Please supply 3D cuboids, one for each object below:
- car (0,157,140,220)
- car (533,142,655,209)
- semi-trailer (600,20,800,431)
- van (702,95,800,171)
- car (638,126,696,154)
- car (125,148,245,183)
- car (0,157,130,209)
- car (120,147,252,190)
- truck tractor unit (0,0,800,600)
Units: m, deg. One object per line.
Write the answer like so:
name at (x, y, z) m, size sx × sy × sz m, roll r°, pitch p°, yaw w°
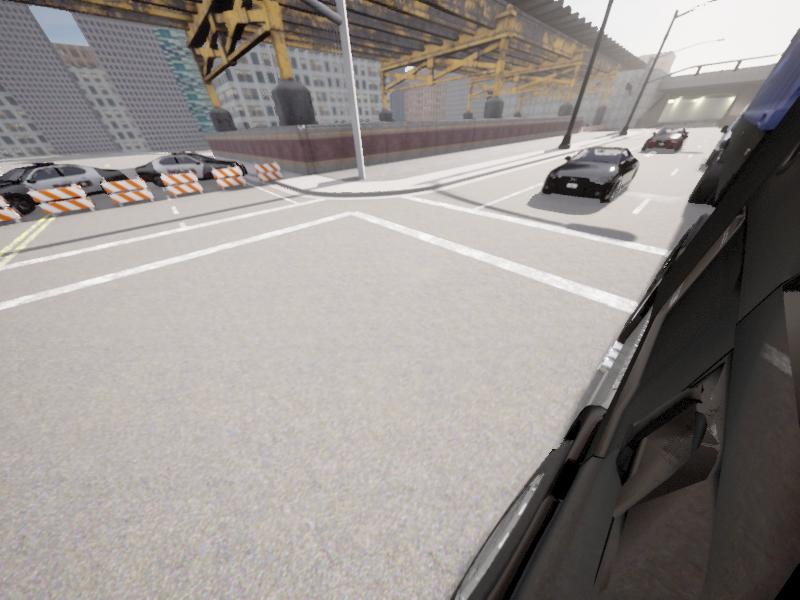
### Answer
car at (-15.217, -4.957, 9.926) m, size 2.038 × 1.542 × 4.974 m, roll 5°, pitch 38°, yaw 11°
car at (6.859, -4.561, 8.142) m, size 4.181 × 1.385 × 1.994 m, roll -30°, pitch 44°, yaw -31°
semi-trailer at (8.590, -3.689, 4.313) m, size 14.254 × 4.402 × 2.717 m, roll -29°, pitch 44°, yaw -31°
van at (17.617, -8.327, 11.484) m, size 5.915 × 2.561 × 1.988 m, roll -29°, pitch 44°, yaw -31°
car at (19.692, -11.839, 17.001) m, size 4.181 × 1.385 × 1.994 m, roll -30°, pitch 44°, yaw -31°
car at (-11.796, -7.681, 13.069) m, size 4.536 × 1.218 × 1.853 m, roll -10°, pitch 37°, yaw -9°
car at (-15.212, -5.113, 9.872) m, size 1.853 × 1.218 × 4.536 m, roll 5°, pitch 38°, yaw 11°
car at (-11.740, -7.564, 13.172) m, size 4.974 × 1.542 × 2.038 m, roll -10°, pitch 37°, yaw -9°
truck tractor unit at (2.645, -0.295, 0.352) m, size 6.516 × 4.208 × 3.053 m, roll -28°, pitch 44°, yaw -30°
